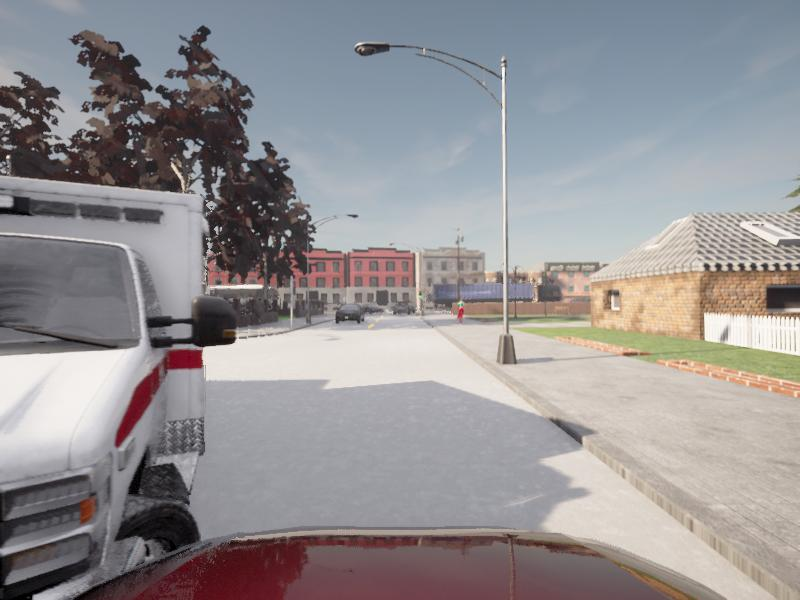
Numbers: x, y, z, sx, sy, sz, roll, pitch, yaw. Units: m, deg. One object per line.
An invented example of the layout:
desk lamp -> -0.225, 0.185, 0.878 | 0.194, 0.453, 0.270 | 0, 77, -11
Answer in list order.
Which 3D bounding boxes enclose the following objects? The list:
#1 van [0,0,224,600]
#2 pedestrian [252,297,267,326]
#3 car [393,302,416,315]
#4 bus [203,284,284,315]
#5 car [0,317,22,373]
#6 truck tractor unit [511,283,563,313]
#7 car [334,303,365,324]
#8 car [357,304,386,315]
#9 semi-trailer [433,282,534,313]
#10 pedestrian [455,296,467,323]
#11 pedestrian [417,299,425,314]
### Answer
van -> -2.992, 0.416, 3.538 | 2.351, 2.431, 6.366 | 0, -1, -26
pedestrian -> -9.133, 0.745, 26.006 | 0.751, 1.860, 0.751 | 0, 0, -2
car -> 0.659, 1.069, 53.907 | 2.242, 1.667, 4.611 | -1, -1, 13
bus -> -22.629, -0.043, 58.506 | 10.273, 4.253, 3.944 | -1, 0, 0
car -> -11.772, 1.070, 9.041 | 4.718, 1.301, 1.895 | 0, 0, 1
truck tractor unit -> 19.919, -0.302, 58.401 | 6.516, 4.208, 3.053 | -1, 0, 0
car -> -3.938, 1.037, 32.017 | 1.882, 1.535, 5.008 | 0, 0, 0
car -> -3.959, 1.241, 54.425 | 2.033, 1.411, 5.357 | 0, 0, -27
semi-trailer -> 12.004, -0.347, 58.395 | 14.254, 4.402, 2.717 | 0, 0, 0
pedestrian -> 4.291, 0.672, 28.092 | 0.751, 1.860, 0.751 | 0, 0, 10
pedestrian -> 2.673, 0.804, 50.107 | 0.751, 1.860, 0.751 | 0, 0, 21
